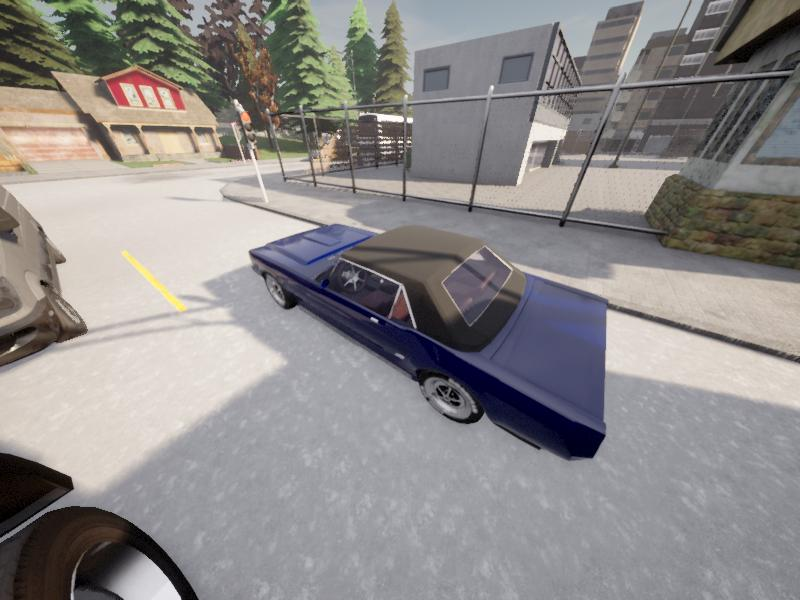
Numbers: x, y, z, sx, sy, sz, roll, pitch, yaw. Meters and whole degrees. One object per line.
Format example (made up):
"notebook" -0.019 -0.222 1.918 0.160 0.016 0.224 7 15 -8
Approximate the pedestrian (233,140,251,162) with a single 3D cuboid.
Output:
"pedestrian" -16.084 -15.187 23.540 0.751 1.860 0.751 22 41 28

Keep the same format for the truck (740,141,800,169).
"truck" 36.441 -13.602 21.616 4.478 2.038 2.069 23 41 28

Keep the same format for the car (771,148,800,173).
"car" 33.740 -11.563 19.117 1.789 1.547 3.705 23 41 28

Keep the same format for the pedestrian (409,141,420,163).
"pedestrian" 1.490 -15.117 23.567 0.751 1.860 0.751 -21 40 -27

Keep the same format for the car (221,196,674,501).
"car" -0.119 -0.258 3.160 4.718 1.301 1.895 24 41 29

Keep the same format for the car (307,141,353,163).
"car" -7.774 -16.782 26.072 1.932 1.855 4.605 22 40 27

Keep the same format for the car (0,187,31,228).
"car" -13.763 -2.903 6.593 3.705 1.549 1.789 9 36 12

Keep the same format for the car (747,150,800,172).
"car" 34.002 -11.556 19.234 5.357 1.415 2.033 23 41 28

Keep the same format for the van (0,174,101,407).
"van" -6.596 -0.858 2.898 5.915 2.561 1.988 24 41 30

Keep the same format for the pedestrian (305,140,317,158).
"pedestrian" -11.205 -19.125 29.170 0.751 1.860 0.751 23 41 29

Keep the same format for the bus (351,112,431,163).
"bus" -0.611 -19.515 27.946 3.944 4.253 10.273 22 41 28
